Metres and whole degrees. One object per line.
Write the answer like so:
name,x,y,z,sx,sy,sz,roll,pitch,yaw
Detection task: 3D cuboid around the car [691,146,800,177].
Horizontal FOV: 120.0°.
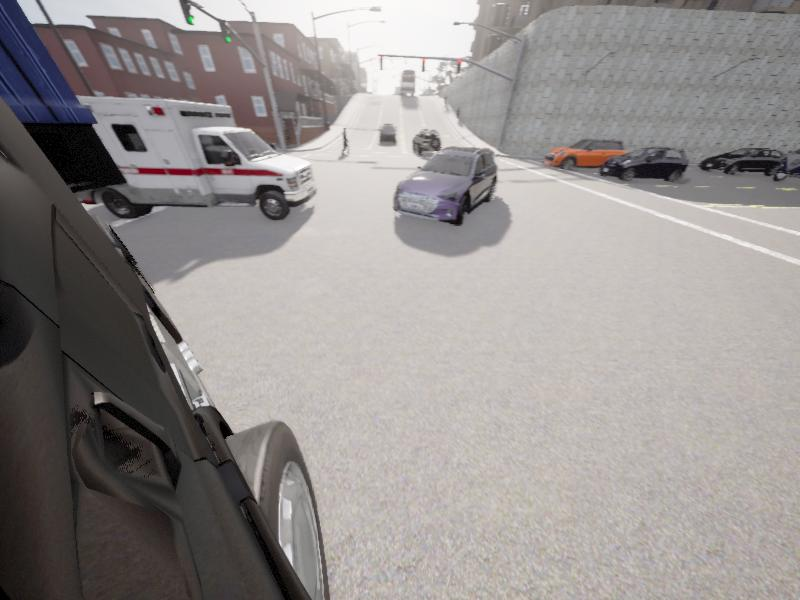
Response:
car,22.966,-9.282,15.433,4.193,1.474,1.816,1,37,-1

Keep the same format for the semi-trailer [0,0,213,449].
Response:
semi-trailer,-10.030,-1.884,1.973,14.254,4.402,2.717,7,37,7

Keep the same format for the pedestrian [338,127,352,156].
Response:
pedestrian,-4.266,-12.421,18.111,0.751,1.860,0.751,-1,37,-4

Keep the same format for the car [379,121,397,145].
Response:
car,-1.361,-19.629,27.021,1.930,1.638,5.238,1,43,-1

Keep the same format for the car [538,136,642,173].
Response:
car,12.153,-9.599,15.155,4.553,1.767,2.097,2,37,0

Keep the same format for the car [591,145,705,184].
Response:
car,12.988,-7.277,12.362,3.633,1.501,1.845,0,37,-2

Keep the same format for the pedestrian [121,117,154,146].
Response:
pedestrian,-21.732,-13.945,19.165,0.751,1.860,0.751,5,37,5

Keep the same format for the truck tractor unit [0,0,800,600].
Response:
truck tractor unit,-2.645,-0.295,0.351,6.516,4.208,3.053,28,44,30

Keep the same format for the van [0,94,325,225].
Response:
van,-5.686,-3.669,6.143,6.366,2.431,2.351,1,37,-1

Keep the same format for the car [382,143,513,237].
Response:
car,1.713,-3.761,7.218,2.033,1.649,4.856,22,42,25

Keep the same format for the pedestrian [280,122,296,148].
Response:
pedestrian,-9.929,-14.604,20.505,0.751,1.860,0.751,-7,38,-12

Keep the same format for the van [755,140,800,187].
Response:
van,23.405,-7.359,12.505,4.442,1.987,1.775,1,37,-1

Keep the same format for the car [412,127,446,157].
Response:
car,2.406,-14.259,20.751,1.932,1.855,4.605,-4,39,-6

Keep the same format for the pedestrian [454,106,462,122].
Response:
pedestrian,9.223,-29.423,36.585,0.751,1.860,0.751,1,37,0
